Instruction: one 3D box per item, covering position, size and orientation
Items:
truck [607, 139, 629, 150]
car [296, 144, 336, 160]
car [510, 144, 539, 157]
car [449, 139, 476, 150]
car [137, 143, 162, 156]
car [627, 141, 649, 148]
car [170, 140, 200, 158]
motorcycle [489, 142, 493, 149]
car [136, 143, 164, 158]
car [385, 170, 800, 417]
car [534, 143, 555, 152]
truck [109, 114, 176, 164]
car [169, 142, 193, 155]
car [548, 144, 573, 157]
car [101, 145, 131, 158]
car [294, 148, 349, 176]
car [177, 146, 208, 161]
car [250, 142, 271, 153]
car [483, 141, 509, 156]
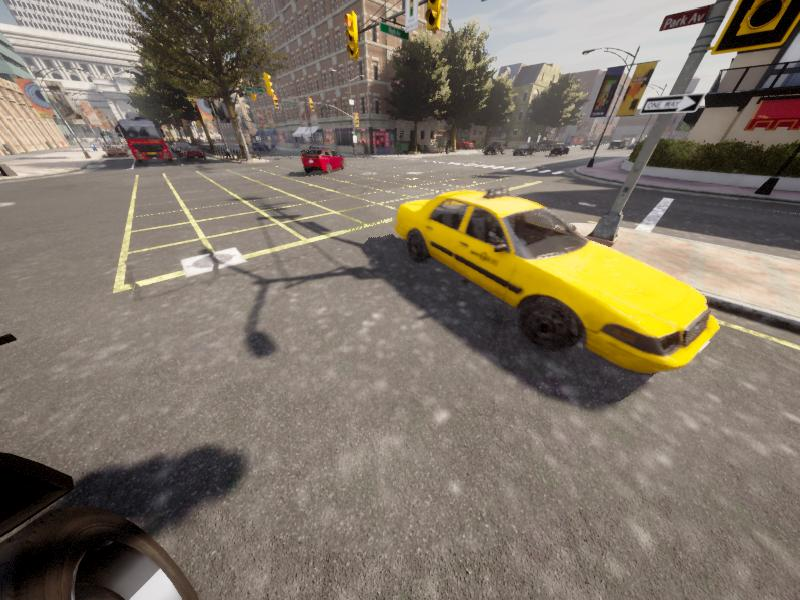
[{"bbox_3d":[54.785,-39.112,58.045,6.274,2.098,2.390,-28,44,-34],"label":"truck"},{"bbox_3d":[-10.554,-18.585,28.907,4.974,1.542,2.038,25,41,31],"label":"car"},{"bbox_3d":[18.920,-22.683,34.978,4.892,1.490,1.837,-28,44,-34],"label":"car"},{"bbox_3d":[14.071,-35.466,52.621,2.150,2.045,5.566,-26,43,-32],"label":"car"},{"bbox_3d":[-36.886,-22.195,33.990,1.994,1.385,4.181,-28,44,-34],"label":"car"},{"bbox_3d":[71.905,-47.036,69.827,5.238,1.638,1.930,-12,37,-17],"label":"car"},{"bbox_3d":[-28.926,-20.319,31.013,2.097,1.767,4.553,-28,44,-34],"label":"car"},{"bbox_3d":[22.553,-38.274,57.107,0.764,1.277,2.356,2,34,20],"label":"motorcycle"},{"bbox_3d":[-32.422,-19.416,29.981,1.970,1.475,3.806,-28,44,-34],"label":"car"},{"bbox_3d":[1.769,-1.086,4.101,1.801,1.575,5.366,-18,39,-24],"label":"car"},{"bbox_3d":[29.258,-30.857,46.708,4.674,1.442,1.812,-28,44,-34],"label":"car"},{"bbox_3d":[-27.249,-17.094,24.681,2.891,3.827,8.468,-28,44,-34],"label":"truck"},{"bbox_3d":[-32.921,-22.725,34.677,1.970,1.475,3.806,-27,44,-33],"label":"car"},{"bbox_3d":[24.654,-22.979,35.410,3.633,1.501,1.845,-28,44,-34],"label":"car"},{"bbox_3d":[-36.837,-19.373,30.036,1.895,1.301,4.718,-28,44,-34],"label":"car"},{"bbox_3d":[-5.848,-10.852,17.967,2.007,1.525,4.514,6,36,9],"label":"car"},{"bbox_3d":[-24.264,-17.156,26.988,1.895,1.301,4.718,-28,44,-34],"label":"car"},{"bbox_3d":[-25.297,-27.675,41.793,1.812,1.442,4.674,-28,44,-34],"label":"car"},{"bbox_3d":[14.879,-23.526,35.801,1.905,1.878,3.866,30,45,35],"label":"car"}]
